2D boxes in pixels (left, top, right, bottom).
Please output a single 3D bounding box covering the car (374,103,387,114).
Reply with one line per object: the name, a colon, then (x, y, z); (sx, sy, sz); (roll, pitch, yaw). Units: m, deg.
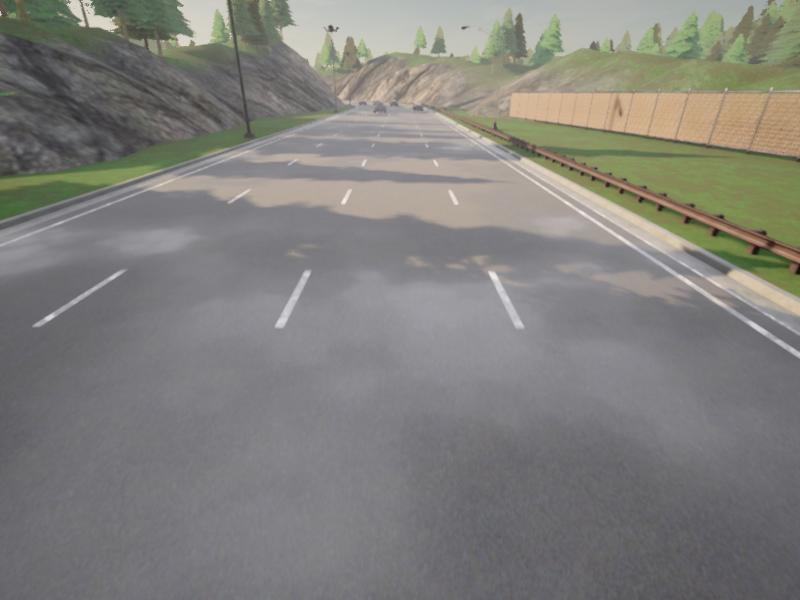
car: (-3.499, -34.530, 71.968); (2.152, 1.651, 5.027); (0, 27, 0)
